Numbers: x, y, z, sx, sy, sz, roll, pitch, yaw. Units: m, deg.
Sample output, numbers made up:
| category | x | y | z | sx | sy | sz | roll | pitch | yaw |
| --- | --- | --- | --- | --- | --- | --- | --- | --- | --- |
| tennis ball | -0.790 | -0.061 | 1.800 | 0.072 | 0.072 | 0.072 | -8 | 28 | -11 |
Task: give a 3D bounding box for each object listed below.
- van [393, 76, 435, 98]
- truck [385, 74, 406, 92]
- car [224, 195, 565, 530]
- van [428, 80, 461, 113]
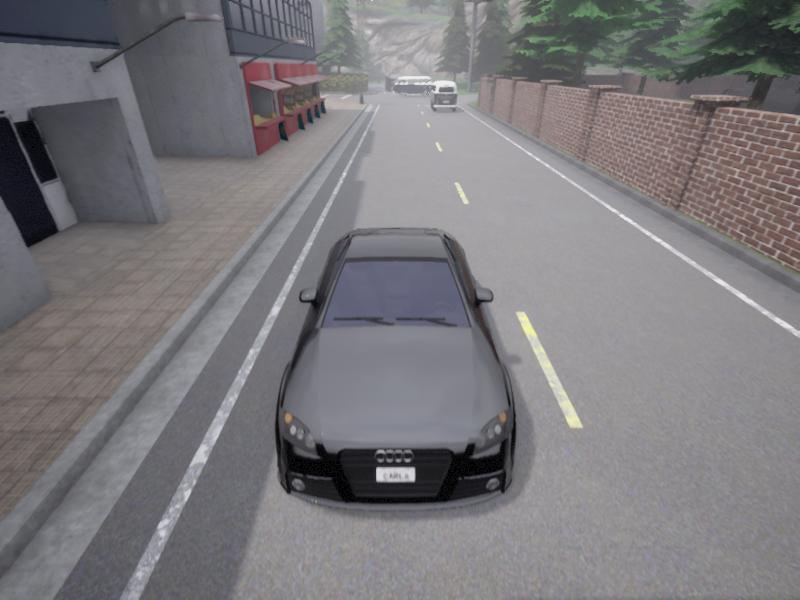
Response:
| category | x | y | z | sx | sy | sz | roll | pitch | yaw |
| --- | --- | --- | --- | --- | --- | --- | --- | --- | --- |
| van | 1.457 | -23.621 | 44.331 | 4.480 | 2.038 | 2.069 | -1 | 30 | -1 |
| truck | -0.681 | -30.631 | 56.317 | 2.390 | 2.098 | 6.274 | -3 | 30 | -6 |
| car | -0.039 | 0.090 | 4.493 | 1.994 | 1.385 | 4.181 | 0 | 30 | 0 |
| van | 3.398 | -15.984 | 31.326 | 2.069 | 2.038 | 4.480 | 0 | 30 | 0 |
